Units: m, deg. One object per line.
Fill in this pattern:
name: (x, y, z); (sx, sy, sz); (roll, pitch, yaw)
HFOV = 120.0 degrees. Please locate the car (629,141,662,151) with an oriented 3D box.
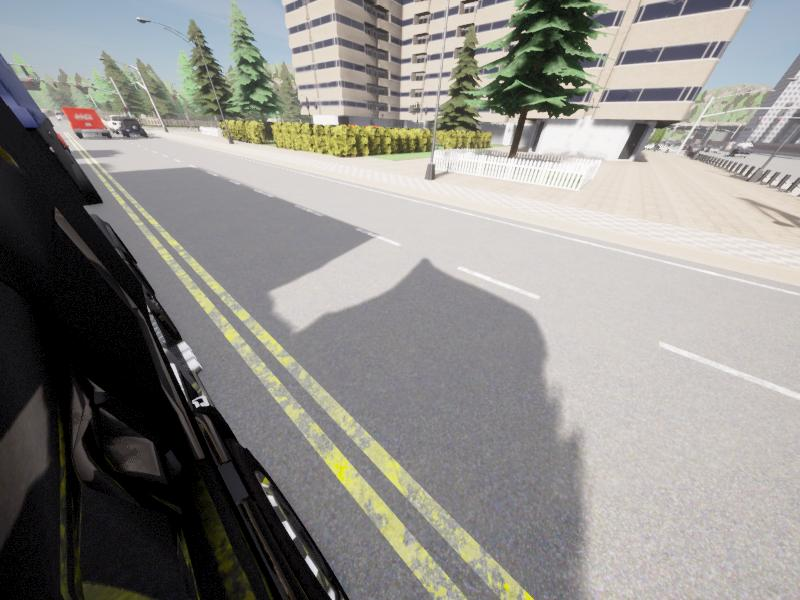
car: (55.783, -35.107, 52.632); (4.974, 1.542, 2.038); (28, 43, 29)

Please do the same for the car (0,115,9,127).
car: (-61.051, -25.966, 33.313); (2.007, 1.525, 4.514); (28, 44, 30)

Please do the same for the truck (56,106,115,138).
truck: (-33.533, -18.859, 24.649); (5.204, 2.467, 2.627); (27, 43, 31)

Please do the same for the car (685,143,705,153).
car: (73.091, -37.717, 57.249); (2.033, 1.649, 4.856); (28, 44, 30)

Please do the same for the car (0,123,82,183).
car: (-15.846, -6.291, 9.675); (4.611, 1.667, 2.242); (28, 43, 30)

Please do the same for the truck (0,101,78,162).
truck: (-21.381, -9.594, 13.066); (5.204, 2.467, 2.627); (28, 44, 30)

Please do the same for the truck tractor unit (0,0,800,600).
truck tractor unit: (-2.645, -0.295, 0.351); (6.516, 4.208, 3.053); (28, 44, 30)

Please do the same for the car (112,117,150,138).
car: (-31.984, -20.513, 27.478); (3.866, 1.878, 1.905); (28, 44, 30)

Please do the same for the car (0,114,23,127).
car: (-63.047, -27.887, 35.737); (2.163, 1.488, 4.792); (28, 44, 30)

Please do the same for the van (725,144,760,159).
van: (62.147, -27.092, 42.039); (2.069, 2.038, 4.480); (28, 44, 30)

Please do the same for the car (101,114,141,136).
car: (-37.394, -23.467, 30.959); (5.566, 2.045, 2.150); (28, 44, 30)

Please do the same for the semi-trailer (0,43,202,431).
semi-trailer: (-8.695, -3.608, 4.230); (14.254, 4.402, 2.717); (28, 44, 30)
